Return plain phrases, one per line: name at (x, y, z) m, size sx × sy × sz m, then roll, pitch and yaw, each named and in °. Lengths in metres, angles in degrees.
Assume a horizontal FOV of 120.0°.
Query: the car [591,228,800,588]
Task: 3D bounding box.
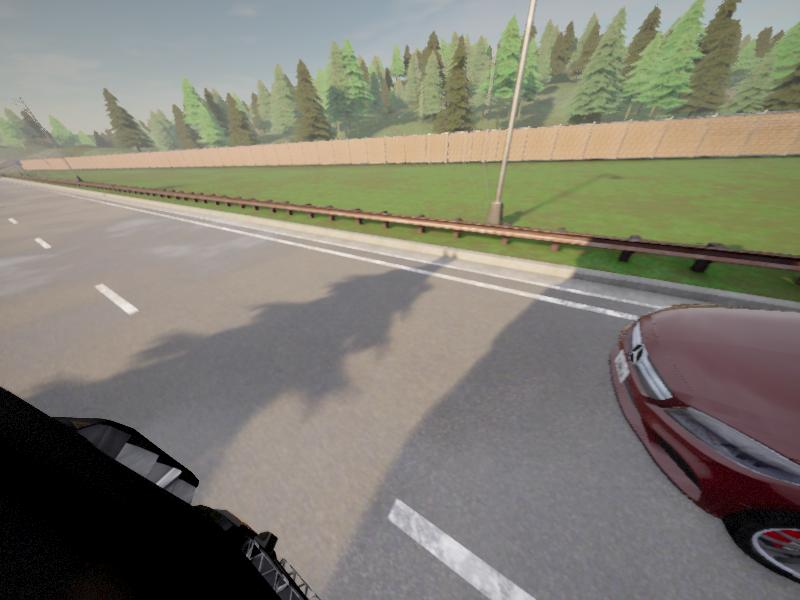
car at (3.983, 0.964, 0.905) m, size 4.674 × 1.442 × 1.812 m, roll 16°, pitch 38°, yaw 26°
